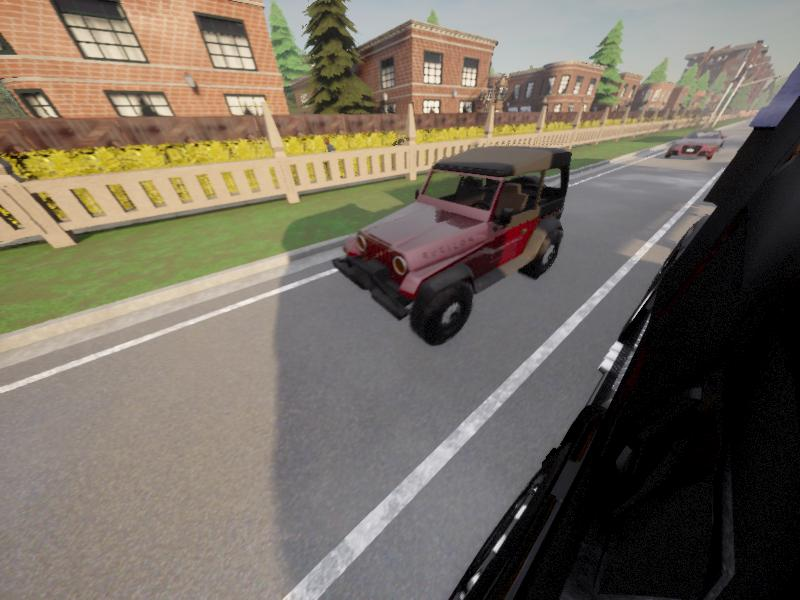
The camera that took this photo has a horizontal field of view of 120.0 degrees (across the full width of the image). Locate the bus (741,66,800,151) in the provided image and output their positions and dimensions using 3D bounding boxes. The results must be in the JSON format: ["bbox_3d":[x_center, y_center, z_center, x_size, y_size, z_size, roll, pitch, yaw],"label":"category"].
[{"bbox_3d":[29.552,-13.582,16.434,10.273,4.253,3.944,-26,43,-28],"label":"bus"}]

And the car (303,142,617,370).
[{"bbox_3d":[1.020,-1.158,3.552,3.866,1.878,1.905,-26,43,-28],"label":"car"}]

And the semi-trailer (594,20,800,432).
[{"bbox_3d":[8.892,-3.460,4.035,14.254,4.402,2.717,-26,43,-28],"label":"semi-trailer"}]

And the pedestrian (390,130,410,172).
[{"bbox_3d":[0.043,-8.326,12.924,0.751,1.860,0.751,-26,43,-28],"label":"pedestrian"}]

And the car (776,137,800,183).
[{"bbox_3d":[16.939,-5.571,8.796,4.902,1.511,2.128,-27,42,-30],"label":"car"}]

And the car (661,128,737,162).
[{"bbox_3d":[18.185,-9.494,14.076,4.181,1.385,1.994,-26,43,-28],"label":"car"}]

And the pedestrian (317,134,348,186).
[{"bbox_3d":[-2.985,-6.185,10.250,0.751,1.860,0.751,-23,41,-25],"label":"pedestrian"}]

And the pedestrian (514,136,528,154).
[{"bbox_3d":[9.254,-11.818,17.660,0.500,1.100,0.500,-27,43,-29],"label":"pedestrian"}]

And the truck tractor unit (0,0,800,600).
[{"bbox_3d":[2.645,-0.295,0.351,6.516,4.208,3.053,-28,44,-30],"label":"truck tractor unit"}]
